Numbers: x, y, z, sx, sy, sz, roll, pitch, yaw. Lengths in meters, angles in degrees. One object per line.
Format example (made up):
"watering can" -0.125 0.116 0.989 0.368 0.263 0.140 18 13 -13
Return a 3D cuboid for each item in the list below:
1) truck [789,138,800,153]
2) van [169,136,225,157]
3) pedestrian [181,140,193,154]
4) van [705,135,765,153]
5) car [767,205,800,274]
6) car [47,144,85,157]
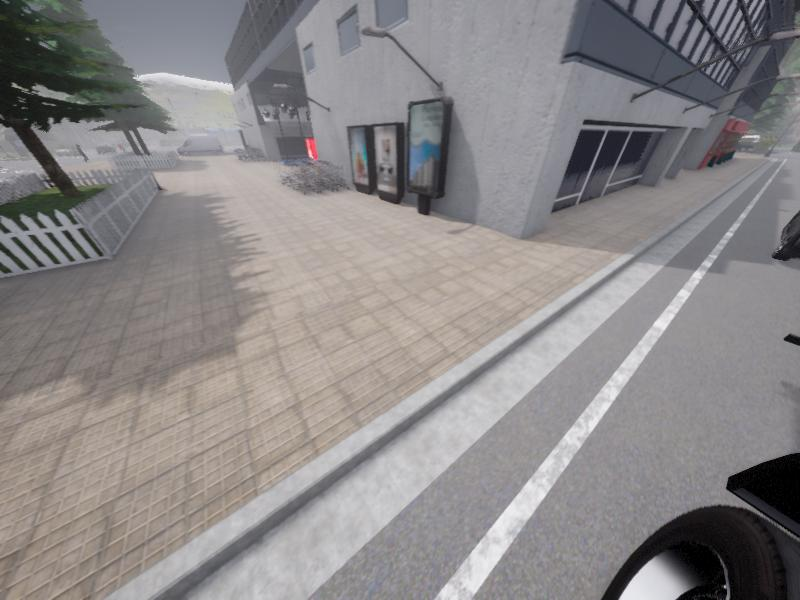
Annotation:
"truck" 64.357 -24.367 36.077 6.274 2.098 2.390 -27 43 -33
"van" -31.267 -23.910 35.855 5.915 2.561 1.988 -23 41 -29
"pedestrian" -34.967 -25.148 37.920 0.751 1.860 0.751 -27 43 -33
"van" 49.013 -22.914 33.924 2.069 2.038 4.480 -23 41 -29
"car" 9.984 -1.496 4.754 4.181 1.385 1.994 -22 41 -28
"car" -52.622 -23.608 36.508 2.007 1.525 4.514 -23 41 -29
